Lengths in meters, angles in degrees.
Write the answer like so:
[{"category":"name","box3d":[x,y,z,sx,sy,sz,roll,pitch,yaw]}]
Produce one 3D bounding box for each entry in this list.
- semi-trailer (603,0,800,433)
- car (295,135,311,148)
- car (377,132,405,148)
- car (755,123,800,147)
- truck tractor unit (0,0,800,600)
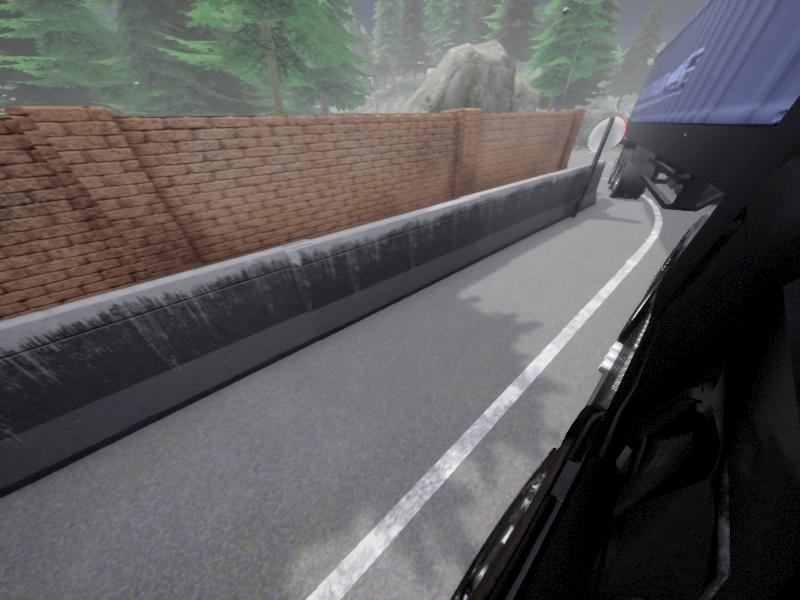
[{"category":"semi-trailer","box3d":[7.447,-4.235,5.168,2.717,4.402,14.254,21,43,27]},{"category":"car","box3d":[-16.837,-27.544,40.143,2.033,1.649,4.856,-12,39,-15]},{"category":"car","box3d":[-1.174,-20.643,29.862,1.789,1.549,3.705,-27,43,-29]},{"category":"car","box3d":[30.032,-12.982,18.105,4.718,1.301,1.895,-27,43,-29]},{"category":"truck tractor unit","box3d":[2.645,-0.295,0.351,6.516,4.208,3.053,-28,44,-30]}]
